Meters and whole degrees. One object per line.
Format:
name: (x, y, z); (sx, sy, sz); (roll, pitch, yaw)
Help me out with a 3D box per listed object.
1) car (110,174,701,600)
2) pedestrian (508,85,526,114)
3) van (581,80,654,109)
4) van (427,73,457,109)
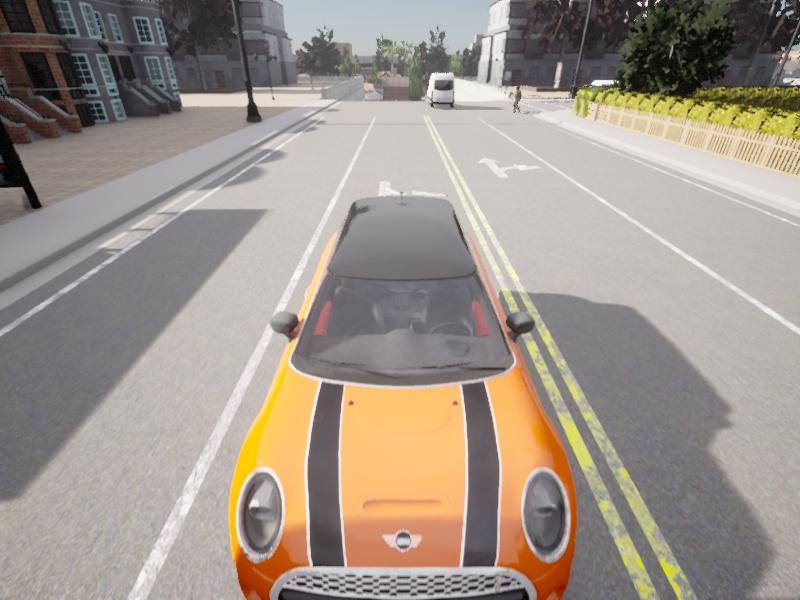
car: (0.020, 0.232, 3.831); (2.097, 1.767, 4.553); (0, 30, 0)
pedestrian: (8.433, -14.424, 28.801); (0.751, 1.860, 0.751); (-5, 31, -9)
van: (17.761, -16.933, 32.961); (4.480, 2.038, 2.069); (0, 30, 0)
van: (3.588, -18.629, 35.507); (1.988, 2.561, 5.915); (1, 29, 0)
